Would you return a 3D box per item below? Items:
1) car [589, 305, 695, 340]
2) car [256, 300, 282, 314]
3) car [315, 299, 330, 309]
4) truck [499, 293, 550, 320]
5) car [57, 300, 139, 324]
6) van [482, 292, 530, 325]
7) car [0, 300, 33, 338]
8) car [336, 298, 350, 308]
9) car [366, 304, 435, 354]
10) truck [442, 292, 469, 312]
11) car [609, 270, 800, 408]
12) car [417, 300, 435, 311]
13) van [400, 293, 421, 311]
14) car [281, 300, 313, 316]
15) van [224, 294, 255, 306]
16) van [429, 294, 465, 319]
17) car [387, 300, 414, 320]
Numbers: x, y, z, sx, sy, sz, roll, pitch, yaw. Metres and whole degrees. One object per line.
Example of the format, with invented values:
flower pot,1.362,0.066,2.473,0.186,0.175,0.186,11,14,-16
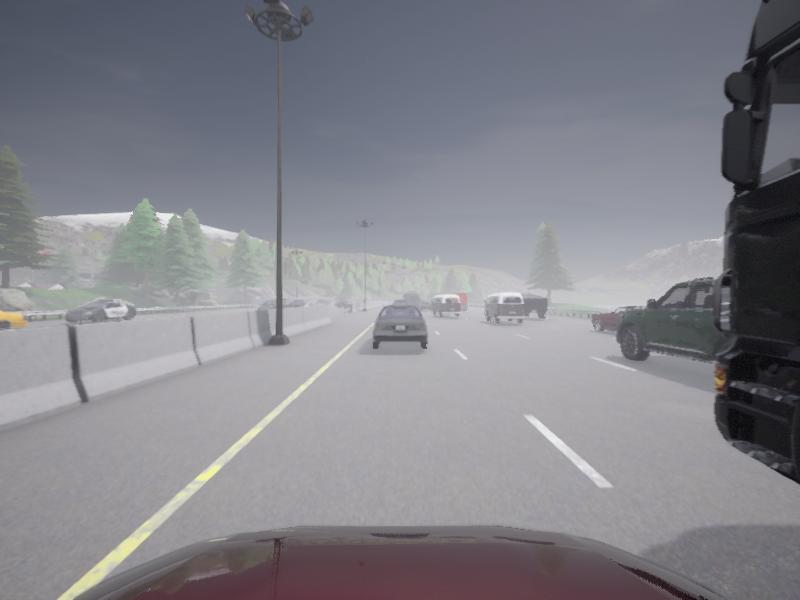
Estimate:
car,10.513,0.912,17.919,1.895,1.301,4.718,0,0,0
car,-14.341,0.750,43.908,1.845,1.501,3.633,0,0,-4
car,-13.941,0.699,71.943,1.851,1.617,3.988,0,0,0
truck,10.528,0.481,34.398,2.390,2.098,6.274,0,0,0
car,-20.978,0.776,28.128,2.038,1.542,4.974,0,0,0
van,7.022,0.523,27.122,2.069,2.038,4.480,0,0,0
car,-17.489,0.774,15.413,1.801,1.575,5.366,0,0,0
car,-10.438,0.526,73.576,1.905,1.878,3.866,0,0,0
car,0.011,0.869,14.460,2.033,1.411,5.357,0,0,0
truck,7.256,0.264,52.579,2.627,2.467,5.204,0,0,-2
car,7.007,0.555,8.585,2.150,2.045,5.566,0,0,0
car,3.588,0.738,55.339,2.128,1.511,4.902,0,0,-1
van,1.495,0.217,60.166,1.988,2.561,5.915,0,0,-10
car,-10.467,0.752,41.130,2.038,1.542,4.974,0,0,0
van,-34.750,-0.049,86.477,5.915,2.561,1.988,0,0,0
van,4.157,0.512,36.243,2.069,2.038,4.480,-1,1,-8
car,0.027,0.770,32.920,2.038,1.542,4.974,0,0,0
